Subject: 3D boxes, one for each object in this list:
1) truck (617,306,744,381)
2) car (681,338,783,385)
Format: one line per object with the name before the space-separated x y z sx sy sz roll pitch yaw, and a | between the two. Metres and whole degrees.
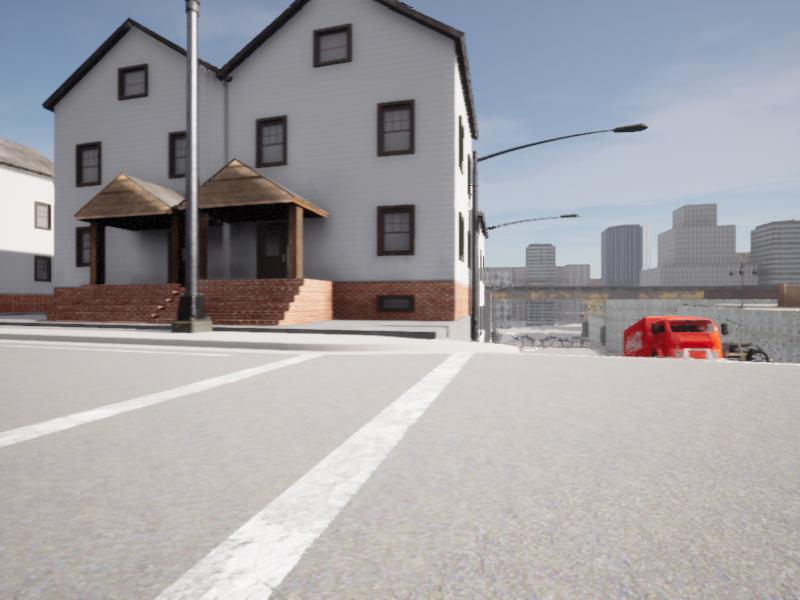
truck | 11.400 2.030 16.964 2.627 2.467 5.204 -1 -14 15
car | 15.711 3.074 19.333 1.932 1.855 4.605 0 -13 15
